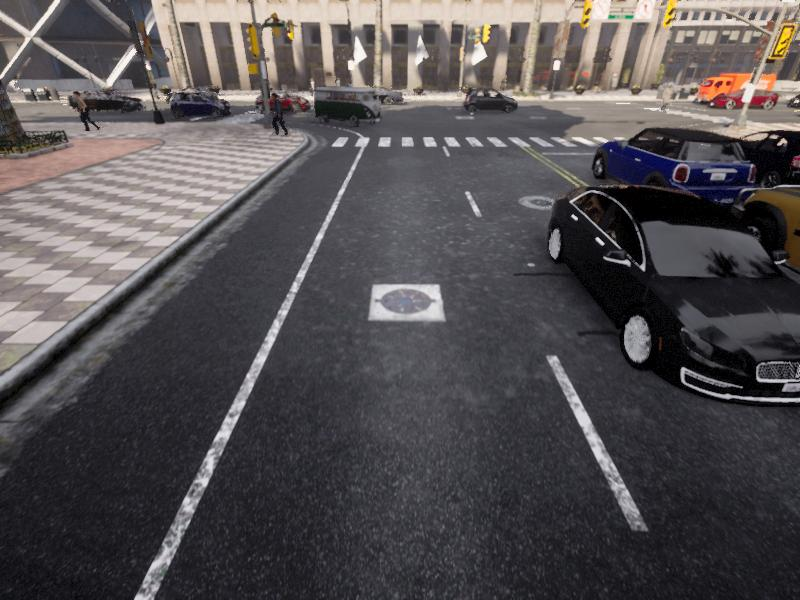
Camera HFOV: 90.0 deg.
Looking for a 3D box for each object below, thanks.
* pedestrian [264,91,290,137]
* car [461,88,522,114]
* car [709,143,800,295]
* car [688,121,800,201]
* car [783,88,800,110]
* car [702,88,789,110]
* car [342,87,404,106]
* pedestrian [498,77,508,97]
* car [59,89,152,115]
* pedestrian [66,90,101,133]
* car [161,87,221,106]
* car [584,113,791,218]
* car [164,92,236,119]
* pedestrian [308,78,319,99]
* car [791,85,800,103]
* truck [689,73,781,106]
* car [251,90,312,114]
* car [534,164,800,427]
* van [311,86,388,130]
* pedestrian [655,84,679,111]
[{"bbox_3d":[-5.658,-8.589,18.504,0.751,1.860,0.751,-1,30,-2],"label":"pedestrian"},{"bbox_3d":[6.724,-14.853,29.824,3.988,1.617,1.851,0,30,0],"label":"car"},{"bbox_3d":[7.087,-0.783,5.488,1.932,1.855,4.605,0,30,0],"label":"car"},{"bbox_3d":[10.600,-4.111,11.528,1.845,1.501,3.633,0,30,1],"label":"car"},{"bbox_3d":[34.374,-16.442,32.686,3.806,1.475,1.970,0,30,0],"label":"car"},{"bbox_3d":[28.133,-16.472,32.730,4.792,1.488,2.163,0,30,0],"label":"car"},{"bbox_3d":[-2.341,-18.338,35.994,5.357,1.411,2.033,0,30,0],"label":"car"},{"bbox_3d":[11.168,-23.083,43.306,0.751,1.860,0.751,3,30,5],"label":"pedestrian"},{"bbox_3d":[-21.596,-14.654,29.566,4.902,1.511,2.128,-3,30,-6],"label":"car"},{"bbox_3d":[-15.501,-9.253,19.635,0.751,1.860,0.751,-16,34,-25],"label":"pedestrian"},{"bbox_3d":[-18.654,-18.289,35.926,4.181,1.385,1.994,-2,30,-3],"label":"car"},{"bbox_3d":[7.092,-3.801,10.733,2.097,1.767,4.553,0,30,0],"label":"car"},{"bbox_3d":[-13.288,-13.063,26.829,3.633,1.501,1.845,-1,30,-1],"label":"car"},{"bbox_3d":[-8.775,-21.470,40.537,0.751,1.860,0.751,-16,34,-25],"label":"pedestrian"},{"bbox_3d":[41.202,-19.787,38.412,4.792,1.488,2.163,0,30,0],"label":"car"},{"bbox_3d":[29.524,-18.659,35.492,5.204,2.467,2.627,0,30,0],"label":"truck"},{"bbox_3d":[-8.762,-14.824,29.898,3.806,1.475,1.970,0,30,0],"label":"car"},{"bbox_3d":[3.613,-0.638,5.622,1.837,1.490,4.892,0,30,1],"label":"car"},{"bbox_3d":[-2.950,-11.283,23.340,4.442,1.987,1.775,23,37,33],"label":"van"},{"bbox_3d":[20.594,-15.628,30.859,0.751,1.860,0.751,0,30,0],"label":"pedestrian"}]
